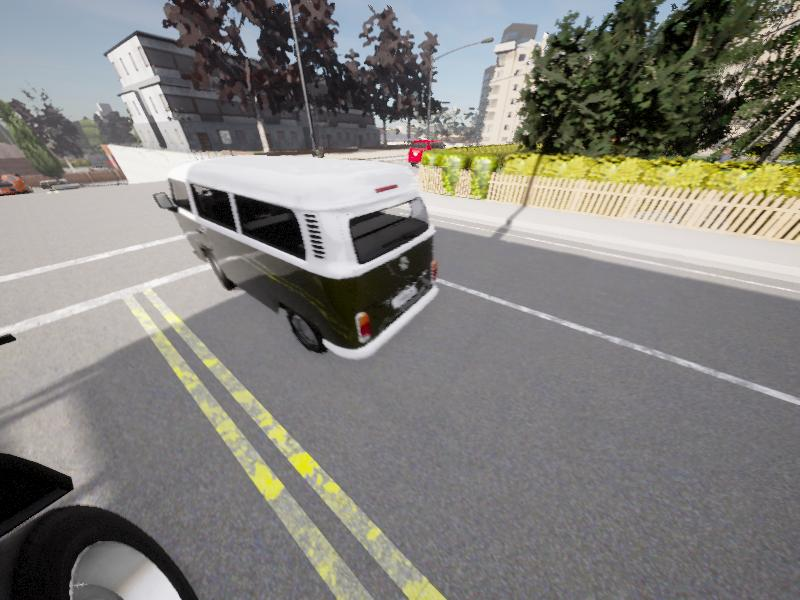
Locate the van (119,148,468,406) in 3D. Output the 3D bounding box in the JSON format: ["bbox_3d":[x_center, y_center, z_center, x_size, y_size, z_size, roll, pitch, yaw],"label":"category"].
[{"bbox_3d":[-1.669,-1.001,3.540,4.480,2.038,2.069,23,42,29],"label":"van"}]

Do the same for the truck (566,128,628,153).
[{"bbox_3d":[38.814,-31.921,46.176,8.468,3.827,2.891,19,39,25],"label":"truck"}]

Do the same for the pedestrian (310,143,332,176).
[{"bbox_3d":[-5.351,-9.534,15.717,0.751,1.860,0.751,21,40,27],"label":"pedestrian"}]

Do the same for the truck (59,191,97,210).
[{"bbox_3d":[-49.605,-15.342,35.528,6.274,2.098,2.390,18,39,32],"label":"truck"}]

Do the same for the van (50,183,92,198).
[{"bbox_3d":[-67.483,-22.647,47.517,1.775,1.987,4.442,23,41,28],"label":"van"}]

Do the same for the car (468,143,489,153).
[{"bbox_3d":[20.852,-40.494,61.427,4.792,1.488,2.163,15,37,35],"label":"car"}]

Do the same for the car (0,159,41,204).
[{"bbox_3d":[-23.746,-6.817,13.532,4.553,1.767,2.097,13,36,35],"label":"car"}]

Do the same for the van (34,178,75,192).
[{"bbox_3d":[-77.663,-25.896,51.997,2.069,2.038,4.480,23,41,28],"label":"van"}]

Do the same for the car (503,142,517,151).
[{"bbox_3d":[23.417,-32.720,49.194,1.789,1.549,3.705,21,39,26],"label":"car"}]

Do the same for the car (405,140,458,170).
[{"bbox_3d":[2.940,-13.378,21.121,2.150,2.045,5.566,23,41,29],"label":"car"}]

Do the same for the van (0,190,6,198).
[{"bbox_3d":[-80.207,-20.359,44.193,1.775,1.987,4.442,23,41,28],"label":"van"}]

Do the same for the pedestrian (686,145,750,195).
[{"bbox_3d":[14.259,-5.857,10.425,0.751,1.860,0.751,-13,37,-18],"label":"pedestrian"}]

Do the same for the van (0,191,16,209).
[{"bbox_3d":[-70.148,-16.188,38.020,6.366,2.431,2.351,-18,39,-27],"label":"van"}]
